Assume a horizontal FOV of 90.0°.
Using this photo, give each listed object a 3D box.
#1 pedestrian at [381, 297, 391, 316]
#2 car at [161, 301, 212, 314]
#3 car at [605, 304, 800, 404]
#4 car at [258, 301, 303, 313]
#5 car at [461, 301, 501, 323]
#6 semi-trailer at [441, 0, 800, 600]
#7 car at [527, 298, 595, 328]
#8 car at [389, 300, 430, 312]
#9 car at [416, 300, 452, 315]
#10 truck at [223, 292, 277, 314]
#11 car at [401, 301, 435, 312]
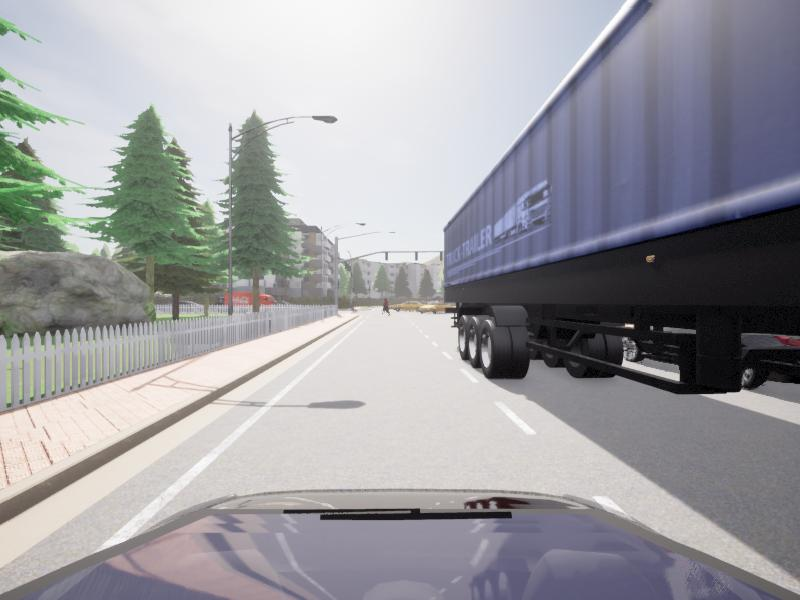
[{"bbox_3d":[-1.360,0.638,39.412,0.751,1.860,0.751,0,0,-25],"label":"pedestrian"},{"bbox_3d":[-24.545,0.845,46.090,4.892,1.490,1.837,0,0,0],"label":"car"},{"bbox_3d":[6.865,0.851,8.620,2.163,1.488,4.792,0,0,-4],"label":"car"},{"bbox_3d":[-14.752,0.836,49.654,4.902,1.511,2.128,0,0,0],"label":"car"},{"bbox_3d":[6.005,0.823,30.287,1.882,1.535,5.008,0,0,-2],"label":"car"},{"bbox_3d":[3.062,-0.618,6.800,2.717,4.402,14.254,0,0,-2],"label":"semi-trailer"},{"bbox_3d":[9.688,0.774,24.578,2.033,1.649,4.856,0,-1,-2],"label":"car"},{"bbox_3d":[1.266,0.803,53.259,5.366,1.575,1.801,0,0,0],"label":"car"},{"bbox_3d":[3.977,0.801,45.837,1.801,1.575,5.366,0,0,33],"label":"car"},{"bbox_3d":[-17.188,0.357,46.139,5.204,2.467,2.627,0,0,0],"label":"truck"},{"bbox_3d":[2.504,0.870,56.766,4.674,1.442,1.812,0,0,-1],"label":"car"}]
